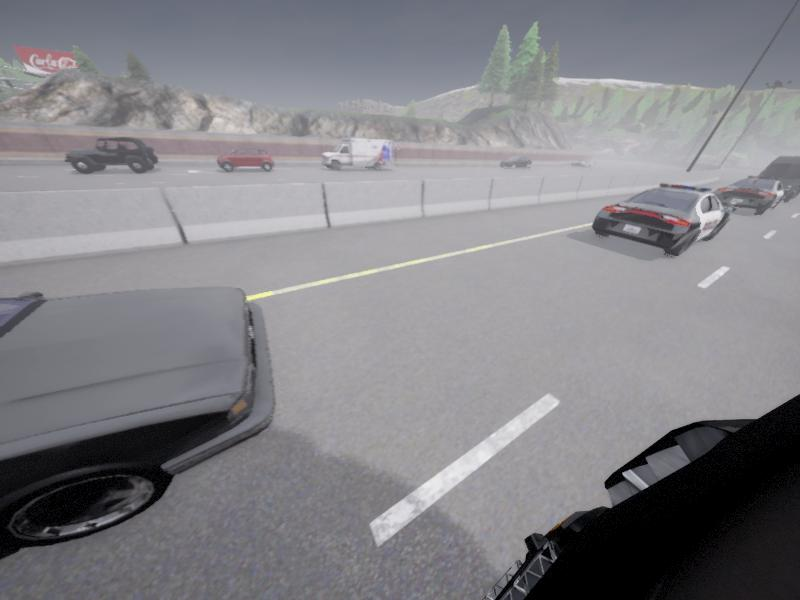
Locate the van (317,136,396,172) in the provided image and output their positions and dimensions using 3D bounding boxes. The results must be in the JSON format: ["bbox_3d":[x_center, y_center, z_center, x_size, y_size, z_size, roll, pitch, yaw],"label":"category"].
[{"bbox_3d":[-3.753,-13.083,20.827,6.366,2.431,2.351,-16,38,-26],"label":"van"}]

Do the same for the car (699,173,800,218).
[{"bbox_3d":[18.470,-5.616,12.123,4.974,1.542,2.038,-16,38,-26],"label":"car"}]

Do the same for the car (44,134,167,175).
[{"bbox_3d":[-17.454,-8.874,14.113,3.866,1.878,1.905,-16,38,-26],"label":"car"}]

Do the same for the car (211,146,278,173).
[{"bbox_3d":[-11.461,-10.480,17.215,3.705,1.549,1.789,-16,38,-26],"label":"car"}]

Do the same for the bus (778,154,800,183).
[{"bbox_3d":[56.099,-17.803,30.360,10.273,4.253,3.944,-25,43,-36],"label":"bus"}]

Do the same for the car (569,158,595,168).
[{"bbox_3d":[31.373,-23.582,39.843,4.718,1.301,1.895,-22,41,-32],"label":"car"}]

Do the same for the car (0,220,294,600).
[{"bbox_3d":[-3.668,0.887,1.062,5.357,1.411,2.033,-16,38,-26],"label":"car"}]

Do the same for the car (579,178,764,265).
[{"bbox_3d":[8.132,-2.609,6.939,4.974,1.542,2.038,-16,38,-26],"label":"car"}]

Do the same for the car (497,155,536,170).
[{"bbox_3d":[15.546,-18.367,30.798,5.008,1.535,1.882,-17,39,-26],"label":"car"}]

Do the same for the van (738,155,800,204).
[{"bbox_3d":[26.568,-8.404,15.914,5.915,2.561,1.988,-17,39,-26],"label":"van"}]

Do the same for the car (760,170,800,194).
[{"bbox_3d":[34.552,-10.529,20.525,4.514,1.525,2.007,-19,39,-28],"label":"car"}]

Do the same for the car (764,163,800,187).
[{"bbox_3d":[45.686,-14.839,27.225,5.566,2.045,2.150,-22,41,-32],"label":"car"}]
